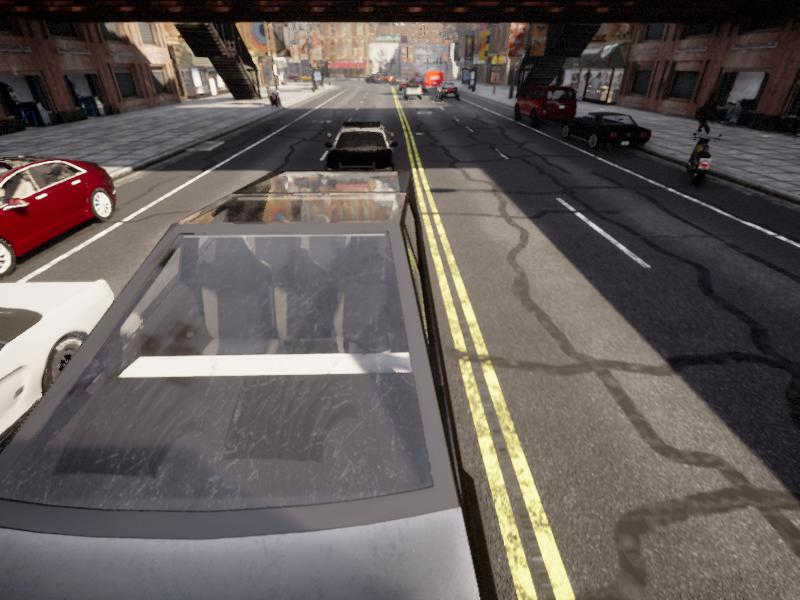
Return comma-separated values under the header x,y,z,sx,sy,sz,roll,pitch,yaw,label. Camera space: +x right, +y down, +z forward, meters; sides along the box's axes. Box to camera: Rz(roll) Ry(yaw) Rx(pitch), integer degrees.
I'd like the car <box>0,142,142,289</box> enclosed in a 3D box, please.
x,y,z,sx,sy,sz,roll,pitch,yaw,label
-7.485,-1.754,7.501,2.231,1.521,4.892,-1,30,-2,car

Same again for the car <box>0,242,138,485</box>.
x,y,z,sx,sy,sz,roll,pitch,yaw,label
-4.305,1.106,2.840,1.895,1.301,4.718,-1,30,-1,car

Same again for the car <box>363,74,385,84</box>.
x,y,z,sx,sy,sz,roll,pitch,yaw,label
-5.276,-44.604,80.766,2.242,1.667,4.611,-18,35,-28,car

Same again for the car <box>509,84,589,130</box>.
x,y,z,sx,sy,sz,roll,pitch,yaw,label
8.610,-11.648,23.884,2.435,2.045,5.566,-1,30,-2,car

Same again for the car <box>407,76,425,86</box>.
x,y,z,sx,sy,sz,roll,pitch,yaw,label
2.863,-39.358,71.921,1.994,1.385,4.181,-9,31,-15,car

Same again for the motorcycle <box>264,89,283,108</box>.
x,y,z,sx,sy,sz,roll,pitch,yaw,label
-10.179,-16.197,32.186,0.856,1.236,1.805,-18,35,-27,motorcycle

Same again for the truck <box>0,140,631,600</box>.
x,y,z,sx,sy,sz,roll,pitch,yaw,label
-0.794,0.148,3.681,2.390,2.098,6.274,-1,30,-1,truck

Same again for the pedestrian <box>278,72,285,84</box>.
x,y,z,sx,sy,sz,roll,pitch,yaw,label
-22.685,-42.385,76.339,0.751,1.860,0.751,23,38,34,pedestrian

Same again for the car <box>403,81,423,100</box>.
x,y,z,sx,sy,sz,roll,pitch,yaw,label
1.359,-22.577,43.016,1.851,1.617,3.988,-1,30,-2,car

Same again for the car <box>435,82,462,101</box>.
x,y,z,sx,sy,sz,roll,pitch,yaw,label
4.919,-21.622,41.441,2.038,1.542,4.974,-1,30,-2,car

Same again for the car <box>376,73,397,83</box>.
x,y,z,sx,sy,sz,roll,pitch,yaw,label
-2.919,-46.134,83.126,2.097,1.767,4.553,-21,36,-31,car

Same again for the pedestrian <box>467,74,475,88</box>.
x,y,z,sx,sy,sz,roll,pitch,yaw,label
10.815,-33.479,61.035,0.751,1.860,0.751,-4,31,-7,pedestrian

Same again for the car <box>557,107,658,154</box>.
x,y,z,sx,sy,sz,roll,pitch,yaw,label
8.887,-7.601,17.688,1.895,1.301,4.718,-1,30,-2,car

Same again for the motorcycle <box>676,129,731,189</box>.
x,y,z,sx,sy,sz,roll,pitch,yaw,label
9.033,-4.297,12.019,0.764,1.277,2.356,15,33,24,motorcycle

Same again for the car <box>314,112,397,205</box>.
x,y,z,sx,sy,sz,roll,pitch,yaw,label
-1.116,-4.463,12.014,1.930,1.638,5.238,-1,30,-1,car

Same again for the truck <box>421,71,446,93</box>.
x,y,z,sx,sy,sz,roll,pitch,yaw,label
4.443,-29.535,54.049,2.627,2.467,5.204,-1,30,-2,truck

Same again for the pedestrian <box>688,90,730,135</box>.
x,y,z,sx,sy,sz,roll,pitch,yaw,label
14.611,-8.872,18.951,0.751,1.860,0.751,-5,31,-8,pedestrian
